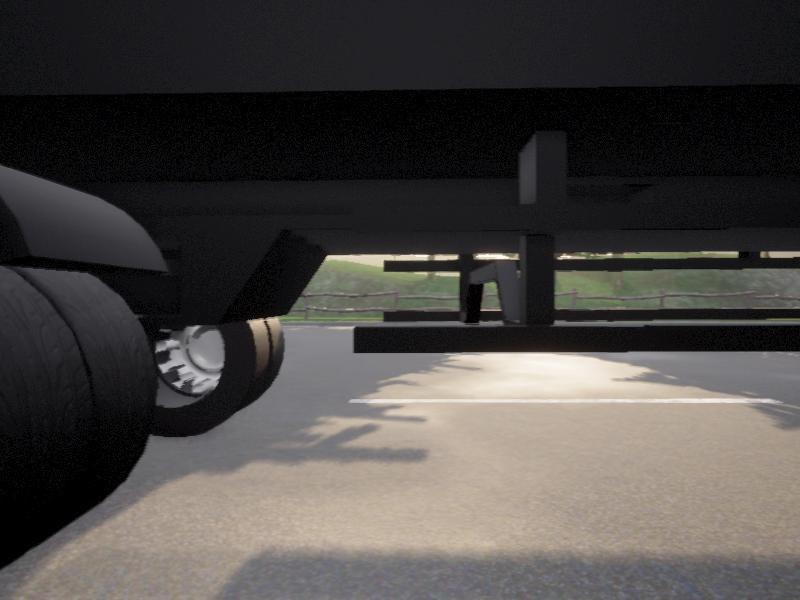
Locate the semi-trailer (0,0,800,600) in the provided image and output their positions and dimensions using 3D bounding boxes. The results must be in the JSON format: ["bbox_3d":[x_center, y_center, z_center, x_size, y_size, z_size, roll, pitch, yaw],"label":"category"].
[{"bbox_3d":[-0.267,-1.221,2.292,14.254,4.402,2.717,0,0,1],"label":"semi-trailer"}]
